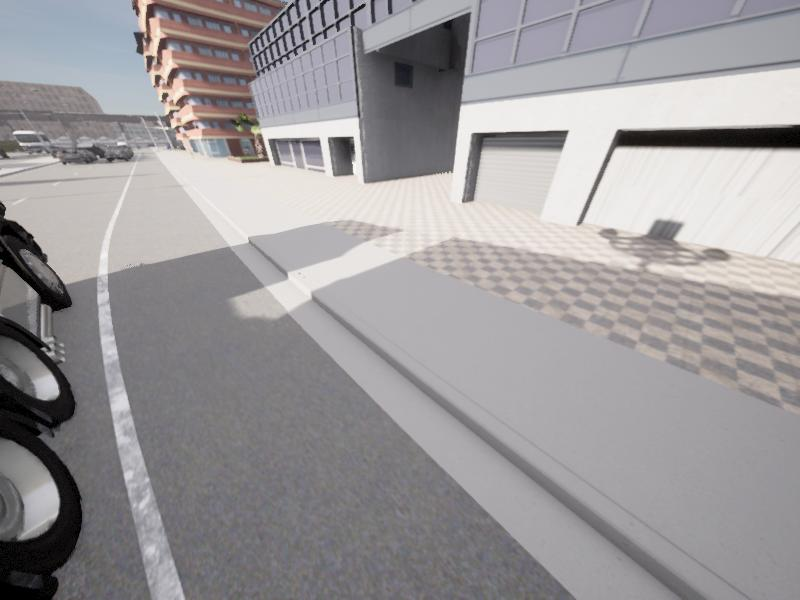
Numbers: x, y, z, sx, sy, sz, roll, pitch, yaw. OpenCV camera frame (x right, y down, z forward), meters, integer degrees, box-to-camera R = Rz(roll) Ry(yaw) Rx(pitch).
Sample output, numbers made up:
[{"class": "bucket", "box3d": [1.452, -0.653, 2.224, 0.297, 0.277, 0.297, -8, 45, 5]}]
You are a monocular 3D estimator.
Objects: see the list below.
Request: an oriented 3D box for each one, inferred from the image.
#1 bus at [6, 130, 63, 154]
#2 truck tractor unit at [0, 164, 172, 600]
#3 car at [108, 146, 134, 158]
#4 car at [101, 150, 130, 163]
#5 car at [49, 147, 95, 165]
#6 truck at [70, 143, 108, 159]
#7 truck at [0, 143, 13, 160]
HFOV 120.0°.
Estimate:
[{"class": "bus", "box3d": [-84.120, -36.514, 53.549, 3.944, 4.253, 10.273, -27, 43, -34]}, {"class": "truck tractor unit", "box3d": [-4.929, -0.451, 0.997, 6.516, 4.208, 3.053, 25, 42, 31]}, {"class": "car", "box3d": [-48.848, -26.066, 40.575, 2.152, 1.651, 5.027, -27, 43, -34]}, {"class": "car", "box3d": [-38.804, -19.693, 31.590, 1.895, 1.301, 4.718, -28, 43, -34]}, {"class": "car", "box3d": [-40.217, -17.771, 28.485, 2.242, 1.667, 4.611, -28, 43, -34]}, {"class": "truck", "box3d": [-50.697, -24.459, 37.840, 2.390, 2.098, 6.274, -27, 43, -34]}, {"class": "truck", "box3d": [-63.706, -22.841, 35.556, 2.390, 2.098, 6.274, -27, 43, -34]}]
